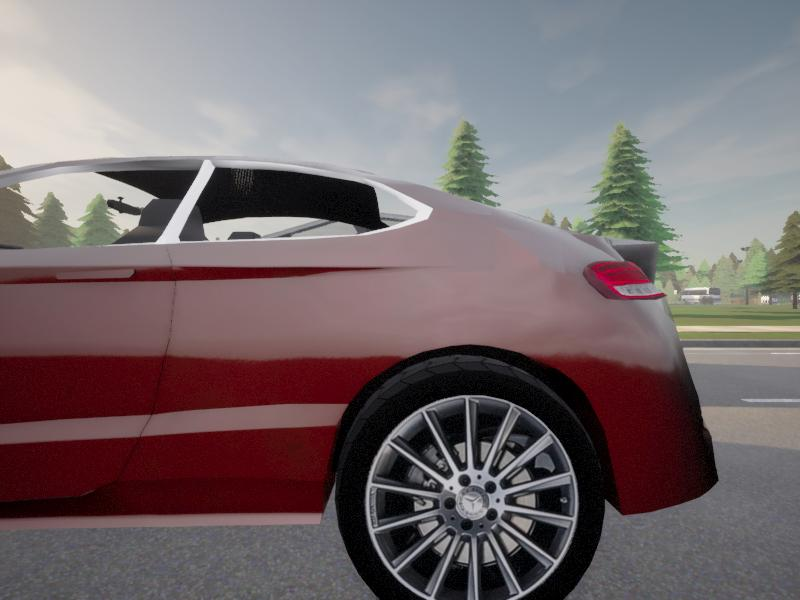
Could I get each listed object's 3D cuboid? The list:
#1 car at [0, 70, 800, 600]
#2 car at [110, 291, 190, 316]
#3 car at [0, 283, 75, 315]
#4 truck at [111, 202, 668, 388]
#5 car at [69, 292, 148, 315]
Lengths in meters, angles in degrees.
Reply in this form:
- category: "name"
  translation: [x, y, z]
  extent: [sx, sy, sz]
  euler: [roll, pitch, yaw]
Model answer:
- category: "car"
  translation: [-1.307, 0.179, 2.200]
  extent: [5.027, 1.651, 2.152]
  euler: [0, 0, 0]
- category: "car"
  translation: [-16.308, 0.222, 26.480]
  extent: [2.128, 1.511, 4.902]
  euler: [0, 0, 1]
- category: "car"
  translation: [-26.779, -0.056, 28.831]
  extent: [2.150, 2.045, 5.566]
  euler: [0, 0, 1]
- category: "truck"
  translation: [-0.117, -0.058, 5.701]
  extent: [6.274, 2.098, 2.390]
  euler: [0, 0, 0]
- category: "car"
  translation: [-19.796, 0.228, 27.508]
  extent: [1.837, 1.490, 4.892]
  euler: [0, 0, 1]
